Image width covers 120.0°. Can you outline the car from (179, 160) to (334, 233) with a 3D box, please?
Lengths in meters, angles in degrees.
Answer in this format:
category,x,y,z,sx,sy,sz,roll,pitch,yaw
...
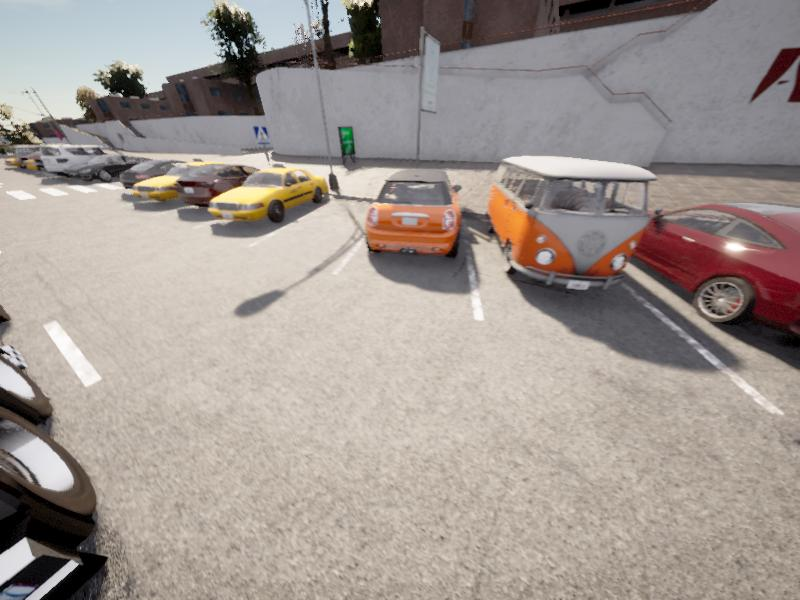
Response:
category,x,y,z,sx,sy,sz,roll,pitch,yaw
car,-4.628,-4.254,8.810,1.946,1.575,5.366,6,35,8

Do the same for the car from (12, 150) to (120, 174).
category,x,y,z,sx,sy,sz,roll,pitch,yaw
car,-30.391,-12.876,21.431,1.946,1.575,5.366,5,34,8

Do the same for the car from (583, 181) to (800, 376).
category,x,y,z,sx,sy,sz,roll,pitch,yaw
car,5.734,-0.942,4.058,2.002,1.452,4.674,5,35,8

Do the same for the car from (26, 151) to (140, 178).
category,x,y,z,sx,sy,sz,roll,pitch,yaw
car,-25.251,-11.104,18.810,2.097,1.535,5.008,6,35,8

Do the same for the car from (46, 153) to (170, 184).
category,x,y,z,sx,sy,sz,roll,pitch,yaw
car,-20.084,-9.429,16.344,2.231,1.521,4.892,6,35,8

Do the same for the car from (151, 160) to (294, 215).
category,x,y,z,sx,sy,sz,roll,pitch,yaw
car,-7.179,-5.196,10.231,2.163,1.488,4.792,6,35,8

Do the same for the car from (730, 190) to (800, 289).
category,x,y,z,sx,sy,sz,roll,pitch,yaw
car,8.324,-0.132,2.844,2.163,1.488,4.792,5,34,8

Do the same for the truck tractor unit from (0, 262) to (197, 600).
category,x,y,z,sx,sy,sz,roll,pitch,yaw
truck tractor unit,-5.111,-0.300,0.785,6.516,4.208,3.053,18,39,24

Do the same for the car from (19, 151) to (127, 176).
category,x,y,z,sx,sy,sz,roll,pitch,yaw
car,-27.842,-11.933,20.040,2.231,1.521,4.892,5,34,8

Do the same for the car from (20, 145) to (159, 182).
category,x,y,z,sx,sy,sz,roll,pitch,yaw
car,-22.674,-10.491,17.456,2.435,2.045,5.566,5,34,8

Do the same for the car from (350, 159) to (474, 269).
category,x,y,z,sx,sy,sz,roll,pitch,yaw
car,0.562,-2.747,6.411,2.185,1.767,4.553,6,35,8

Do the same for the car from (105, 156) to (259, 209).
category,x,y,z,sx,sy,sz,roll,pitch,yaw
car,-9.794,-5.953,11.264,1.946,1.575,5.366,6,35,8

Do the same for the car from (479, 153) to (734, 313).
category,x,y,z,sx,sy,sz,roll,pitch,yaw
car,3.144,-1.935,5.049,1.878,1.987,4.442,6,35,8

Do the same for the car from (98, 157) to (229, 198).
category,x,y,z,sx,sy,sz,roll,pitch,yaw
car,-12.349,-6.865,12.665,2.002,1.452,4.674,6,35,8
